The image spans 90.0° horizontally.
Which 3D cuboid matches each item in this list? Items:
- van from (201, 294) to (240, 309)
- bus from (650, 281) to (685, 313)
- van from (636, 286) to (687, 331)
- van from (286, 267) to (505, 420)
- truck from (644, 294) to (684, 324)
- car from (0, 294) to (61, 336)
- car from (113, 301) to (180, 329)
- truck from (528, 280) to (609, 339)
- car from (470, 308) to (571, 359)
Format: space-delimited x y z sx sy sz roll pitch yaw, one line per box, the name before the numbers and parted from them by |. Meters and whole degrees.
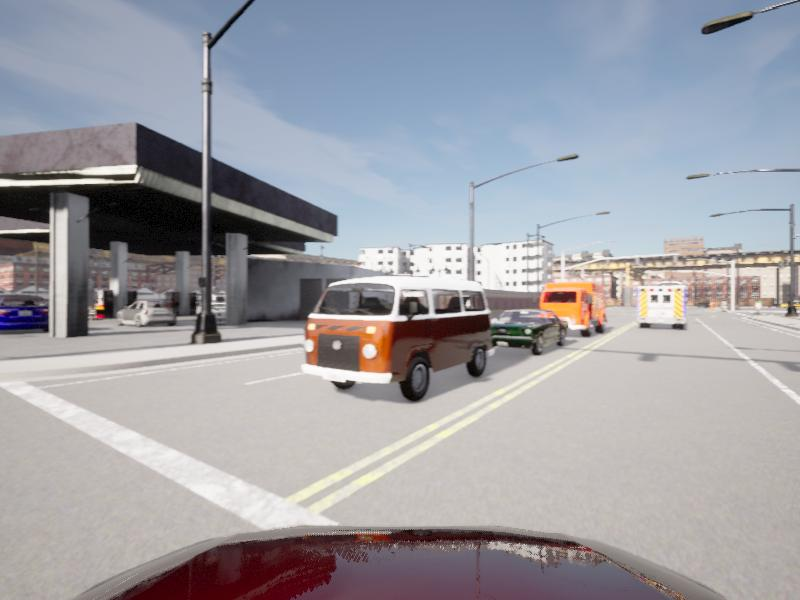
van | -30.752 0.300 68.695 5.915 2.561 1.988 0 -1 -38
bus | 39.207 -0.362 58.538 3.944 4.253 10.273 0 0 34
van | 16.141 0.451 24.647 2.351 2.431 6.366 0 0 34
van | 0.271 0.580 7.756 2.069 2.038 4.480 0 0 34
truck | 20.794 0.637 31.446 2.390 2.098 6.274 0 0 34
car | -17.307 0.605 17.888 4.611 1.667 2.242 0 0 36
car | -14.606 0.779 23.015 3.806 1.475 1.970 0 0 36
truck | 8.351 0.402 19.472 2.627 2.467 5.204 0 0 35
car | 4.221 0.970 13.445 1.895 1.301 4.718 0 0 34
